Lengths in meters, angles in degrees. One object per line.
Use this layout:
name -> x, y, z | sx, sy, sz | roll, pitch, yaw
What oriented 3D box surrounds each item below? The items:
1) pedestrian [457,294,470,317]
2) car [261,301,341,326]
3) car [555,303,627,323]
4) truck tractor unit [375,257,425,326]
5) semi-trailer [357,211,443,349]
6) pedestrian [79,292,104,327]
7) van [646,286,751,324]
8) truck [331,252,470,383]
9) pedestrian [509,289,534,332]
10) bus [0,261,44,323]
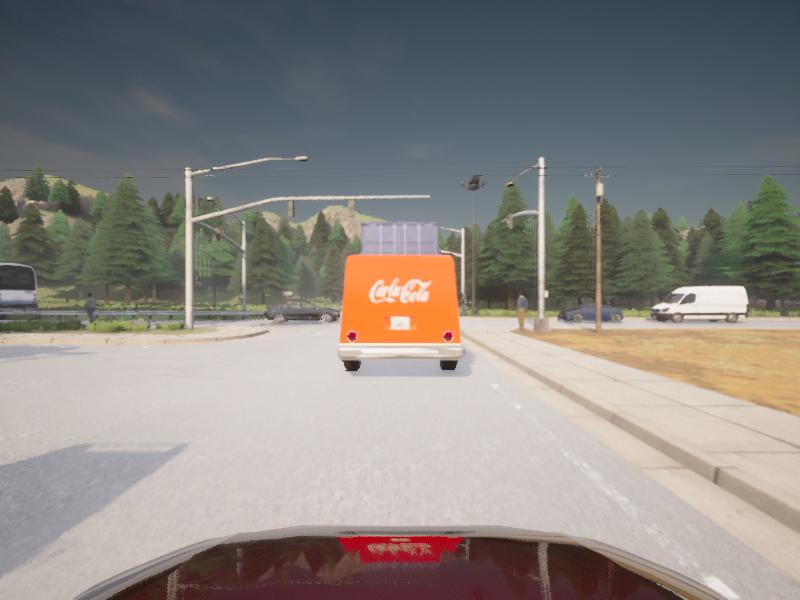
pedestrian -> 5.343, 0.473, 33.582 | 0.751, 1.860, 0.751 | 0, 0, 41
car -> -6.392, 0.830, 26.287 | 4.902, 1.511, 2.128 | 0, 0, -12
car -> 13.474, 0.909, 28.405 | 4.181, 1.385, 1.994 | 0, 0, 1
truck tractor unit -> 0.006, -0.533, 27.817 | 3.053, 4.208, 6.516 | 0, 0, 0
semi-trailer -> 0.005, -0.633, 19.906 | 2.717, 4.402, 14.254 | 0, 0, 0
pedestrian -> -16.575, 0.492, 21.477 | 0.751, 1.860, 0.751 | 0, 0, 6
van -> 20.957, 0.324, 28.270 | 5.915, 2.561, 1.988 | 0, 0, 1
truck -> 0.005, 0.342, 10.124 | 2.627, 2.467, 5.204 | 0, 0, 0
pedestrian -> 5.388, 0.473, 17.790 | 0.751, 1.860, 0.751 | 0, 0, -19
bus -> -32.819, -0.534, 29.139 | 10.273, 4.253, 3.944 | 0, 0, 1
